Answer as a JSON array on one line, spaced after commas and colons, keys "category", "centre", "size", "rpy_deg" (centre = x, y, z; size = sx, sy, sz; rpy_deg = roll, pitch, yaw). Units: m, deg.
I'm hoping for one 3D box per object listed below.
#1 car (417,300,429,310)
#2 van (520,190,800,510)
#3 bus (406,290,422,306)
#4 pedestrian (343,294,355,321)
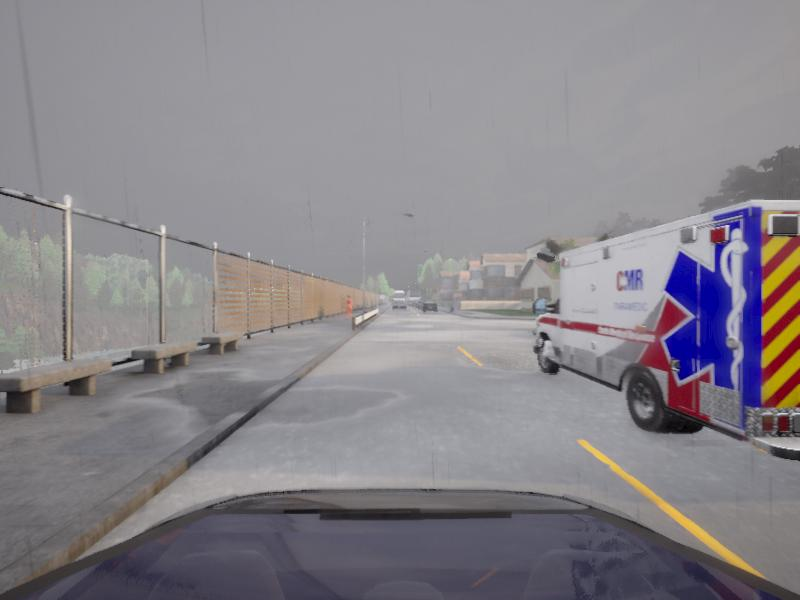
[{"category": "car", "centre": [3.910, 0.799, 68.326], "size": [1.851, 1.617, 3.988], "rpy_deg": [0, 0, 0]}, {"category": "van", "centre": [4.026, 0.379, 6.232], "size": [2.351, 2.431, 6.366], "rpy_deg": [0, 0, 0]}, {"category": "bus", "centre": [3.715, -0.521, 108.713], "size": [3.944, 4.253, 10.273], "rpy_deg": [0, 0, 0]}, {"category": "pedestrian", "centre": [-3.661, 0.538, 28.680], "size": [0.751, 1.860, 0.751], "rpy_deg": [0, 0, 0]}]
